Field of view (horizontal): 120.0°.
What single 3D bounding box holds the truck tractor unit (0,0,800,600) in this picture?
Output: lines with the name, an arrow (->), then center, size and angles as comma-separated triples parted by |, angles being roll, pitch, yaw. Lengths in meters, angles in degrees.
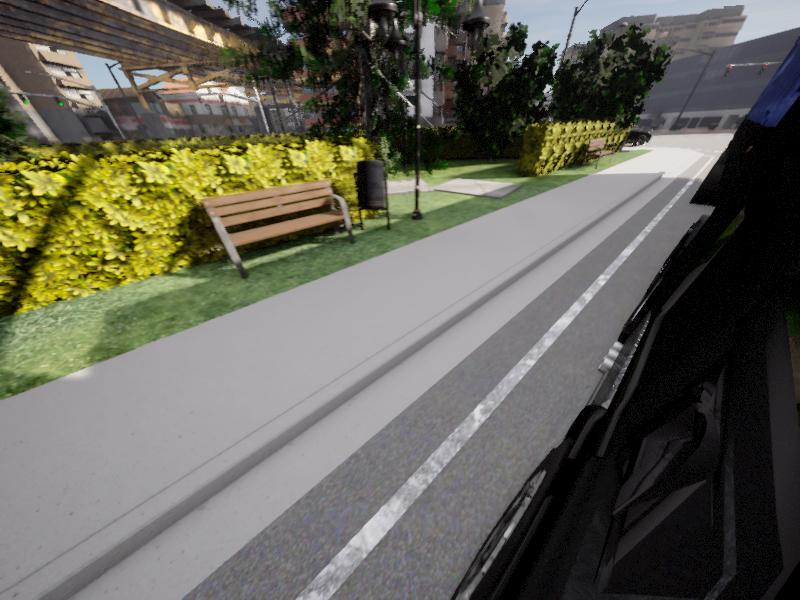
truck tractor unit -> 2.645, -0.295, 0.351 | 6.516, 4.208, 3.053 | -28, 44, -30

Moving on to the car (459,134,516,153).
car -> 8.377, -15.253, 22.489 | 4.718, 1.301, 1.895 | 2, 37, 6

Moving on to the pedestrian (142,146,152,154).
pedestrian -> -40.724, -24.200, 37.215 | 0.500, 1.100, 0.500 | -4, 37, -2

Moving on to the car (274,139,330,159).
car -> -10.209, -15.910, 24.300 | 4.792, 1.488, 2.163 | 2, 37, 6

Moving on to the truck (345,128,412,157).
truck -> -1.970, -15.907, 23.300 | 6.274, 2.098, 2.390 | 2, 37, 6

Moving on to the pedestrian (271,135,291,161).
pedestrian -> -10.411, -13.305, 20.220 | 0.751, 1.860, 0.751 | 3, 37, 7

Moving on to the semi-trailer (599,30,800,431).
semi-trailer -> 8.638, -3.633, 4.304 | 14.254, 4.402, 2.717 | -29, 44, -31

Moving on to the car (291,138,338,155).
car -> -9.912, -17.986, 27.093 | 4.674, 1.442, 1.812 | 2, 37, 6

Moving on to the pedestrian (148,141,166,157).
pedestrian -> -34.208, -21.249, 32.493 | 0.751, 1.860, 0.751 | 15, 40, 21

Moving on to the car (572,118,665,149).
car -> 19.671, -15.220, 21.152 | 5.566, 2.045, 2.150 | 2, 37, 5
